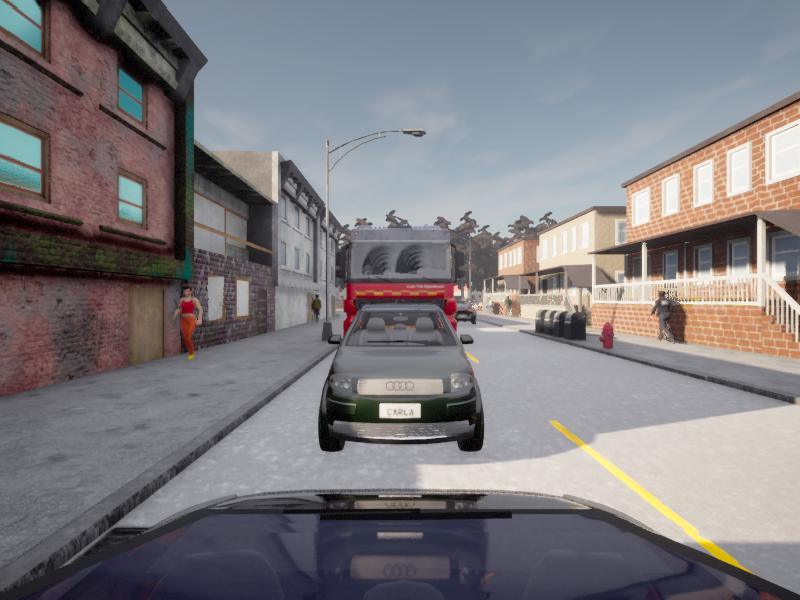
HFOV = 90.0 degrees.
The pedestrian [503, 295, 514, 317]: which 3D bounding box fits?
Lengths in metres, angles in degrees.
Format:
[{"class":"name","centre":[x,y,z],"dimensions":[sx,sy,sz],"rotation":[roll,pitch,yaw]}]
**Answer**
[{"class":"pedestrian","centre":[9.240,0.533,34.149],"dimensions":[0.751,1.860,0.751],"rotation":[0,0,-2]}]

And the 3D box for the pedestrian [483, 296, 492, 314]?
[{"class":"pedestrian","centre":[9.152,0.525,42.049],"dimensions":[0.751,1.860,0.751],"rotation":[0,0,-1]}]

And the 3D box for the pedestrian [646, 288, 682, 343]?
[{"class":"pedestrian","centre":[9.235,0.533,14.003],"dimensions":[0.751,1.860,0.751],"rotation":[0,0,0]}]

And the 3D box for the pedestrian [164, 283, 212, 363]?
[{"class":"pedestrian","centre":[-5.137,0.533,9.722],"dimensions":[0.751,1.860,0.751],"rotation":[0,0,3]}]

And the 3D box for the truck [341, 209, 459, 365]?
[{"class":"truck","centre":[-0.010,-0.321,14.022],"dimensions":[2.891,3.827,8.468],"rotation":[0,0,0]}]

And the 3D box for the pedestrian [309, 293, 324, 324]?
[{"class":"pedestrian","centre":[-5.073,0.533,24.398],"dimensions":[0.751,1.860,0.751],"rotation":[0,0,4]}]

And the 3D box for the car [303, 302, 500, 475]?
[{"class":"car","centre":[0.007,0.815,5.489],"dimensions":[1.789,1.549,3.705],"rotation":[0,0,0]}]

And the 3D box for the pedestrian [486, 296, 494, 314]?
[{"class":"pedestrian","centre":[9.267,0.525,41.218],"dimensions":[0.751,1.860,0.751],"rotation":[0,0,1]}]

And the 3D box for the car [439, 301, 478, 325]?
[{"class":"car","centre":[3.971,0.829,27.936],"dimensions":[2.038,1.542,4.974],"rotation":[0,0,0]}]

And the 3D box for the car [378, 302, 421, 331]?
[{"class":"car","centre":[-0.021,0.851,22.747],"dimensions":[2.163,1.488,4.792],"rotation":[0,0,0]}]
